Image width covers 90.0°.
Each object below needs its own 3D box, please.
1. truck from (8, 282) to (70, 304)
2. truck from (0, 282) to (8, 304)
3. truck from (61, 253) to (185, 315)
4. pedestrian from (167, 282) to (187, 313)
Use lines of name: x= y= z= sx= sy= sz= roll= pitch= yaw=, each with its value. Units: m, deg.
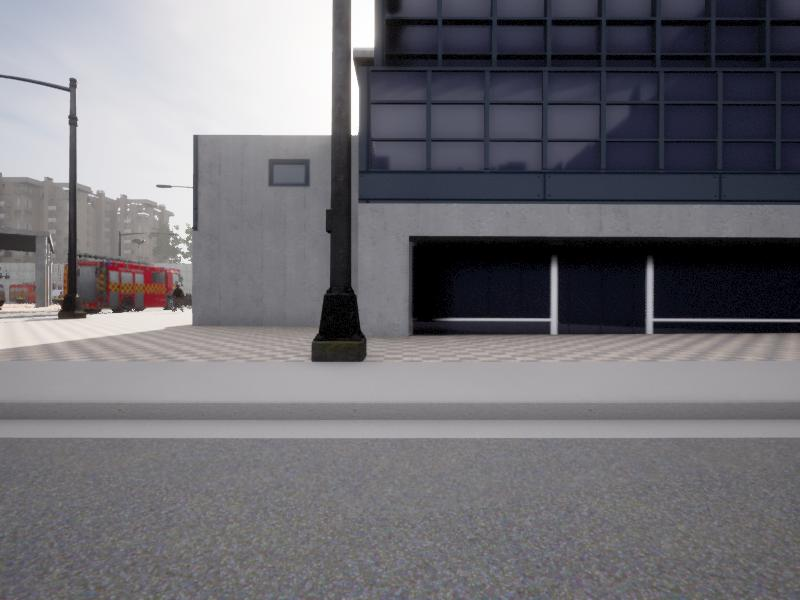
truck: x=-63.288 y=-1.211 z=70.258 sx=8.468 sy=3.827 sz=2.891 roll=0 pitch=0 yaw=2
truck: x=-74.837 y=-1.264 z=70.577 sx=8.468 sy=3.827 sz=2.891 roll=0 pitch=0 yaw=2
truck: x=-19.332 y=-0.983 z=28.824 sx=2.891 sy=3.827 sz=8.468 roll=0 pitch=0 yaw=1
pedestrian: x=-13.622 y=-0.142 z=24.485 sx=0.751 sy=1.860 sz=0.751 roll=0 pitch=0 yaw=15
